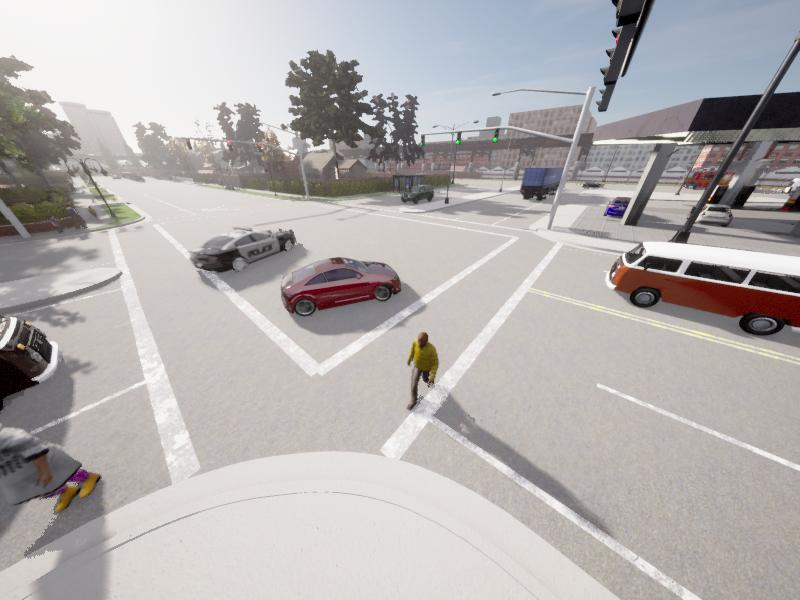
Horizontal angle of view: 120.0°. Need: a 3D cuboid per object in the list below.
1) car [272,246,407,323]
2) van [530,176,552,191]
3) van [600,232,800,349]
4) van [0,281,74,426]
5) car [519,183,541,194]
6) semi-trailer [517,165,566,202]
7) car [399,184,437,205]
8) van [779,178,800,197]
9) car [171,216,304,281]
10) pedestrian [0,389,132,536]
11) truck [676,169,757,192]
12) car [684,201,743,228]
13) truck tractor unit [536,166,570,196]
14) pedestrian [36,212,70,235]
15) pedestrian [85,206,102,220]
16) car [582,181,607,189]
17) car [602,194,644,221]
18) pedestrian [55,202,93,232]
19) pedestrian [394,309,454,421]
[{"bbox_3d":[-2.067,-0.758,8.350,4.181,1.385,1.994,-12,32,-20],"label":"car"},{"bbox_3d":[30.004,-24.882,49.076,2.351,2.431,6.366,22,37,34],"label":"van"},{"bbox_3d":[9.670,-0.596,7.398,4.480,2.038,2.069,21,36,32],"label":"van"},{"bbox_3d":[-9.164,1.668,3.476,2.069,2.038,4.480,22,37,34],"label":"van"},{"bbox_3d":[24.655,-21.207,43.743,2.033,1.411,5.357,22,37,34],"label":"car"},{"bbox_3d":[22.066,-18.213,35.532,2.717,4.402,14.254,22,37,34],"label":"semi-trailer"},{"bbox_3d":[2.479,-14.378,31.262,2.150,2.045,5.566,23,37,34],"label":"car"},{"bbox_3d":[66.502,-17.729,36.575,5.915,2.561,1.988,25,38,36],"label":"van"},{"bbox_3d":[-7.649,-2.907,11.799,1.930,1.638,5.238,11,32,17],"label":"car"},{"bbox_3d":[-4.663,2.076,2.901,0.751,1.860,0.751,-2,30,-4],"label":"pedestrian"},{"bbox_3d":[63.254,-24.337,46.733,8.468,3.827,2.891,23,37,34],"label":"truck"},{"bbox_3d":[25.999,-7.245,19.370,1.970,1.475,3.806,23,37,34],"label":"car"},{"bbox_3d":[27.109,-21.174,40.862,3.053,4.208,6.516,23,37,34],"label":"truck tractor unit"},{"bbox_3d":[-23.743,-5.239,15.838,0.751,1.300,0.751,24,38,35],"label":"pedestrian"},{"bbox_3d":[-26.563,-7.535,20.018,0.500,1.100,0.500,22,37,33],"label":"pedestrian"},{"bbox_3d":[42.310,-25.074,50.307,3.633,1.501,1.845,16,33,26],"label":"car"},{"bbox_3d":[21.088,-8.924,21.955,2.242,1.667,4.611,23,37,34],"label":"car"},{"bbox_3d":[-23.201,-5.944,16.495,0.751,1.860,0.751,-24,37,-35],"label":"pedestrian"},{"bbox_3d":[0.418,1.235,4.357,0.751,1.860,0.751,17,34,27],"label":"pedestrian"}]
